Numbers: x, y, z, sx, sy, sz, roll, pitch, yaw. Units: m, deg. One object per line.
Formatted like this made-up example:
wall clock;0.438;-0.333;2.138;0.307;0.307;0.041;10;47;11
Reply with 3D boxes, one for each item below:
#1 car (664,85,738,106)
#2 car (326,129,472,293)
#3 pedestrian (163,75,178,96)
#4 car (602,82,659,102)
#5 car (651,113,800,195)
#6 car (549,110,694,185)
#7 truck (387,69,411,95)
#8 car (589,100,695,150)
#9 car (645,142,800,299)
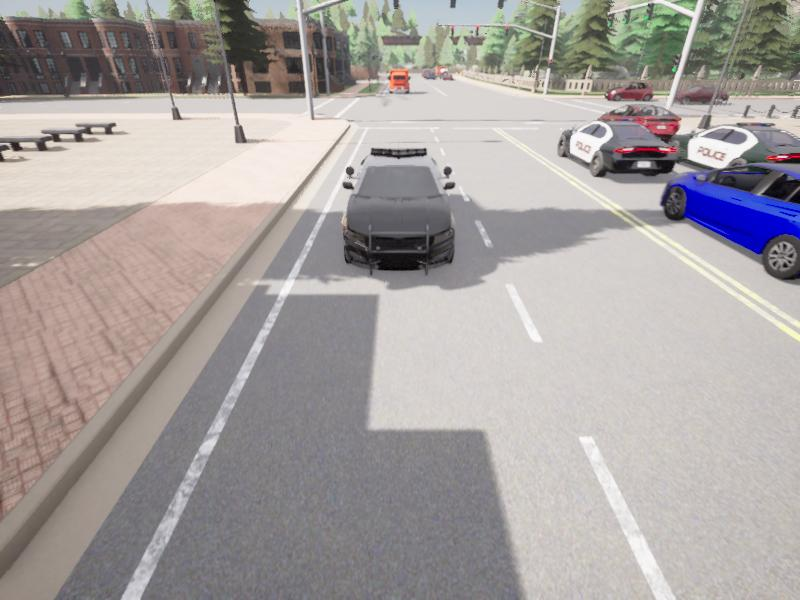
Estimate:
car;25.932;-17.729;34.649;4.674;1.442;1.812;0;31;0
car;-0.021;-2.143;7.962;1.930;1.638;5.238;0;30;0
pedestrian;-23.890;-22.360;41.688;0.751;1.860;0.751;-1;31;-2
car;21.602;-19.608;37.671;3.988;1.617;1.851;1;31;2
car;10.472;-4.748;12.508;2.038;1.542;4.974;0;30;0
car;6.970;-5.288;13.419;2.038;1.542;4.974;0;30;0
truck;-0.089;-25.954;47.557;2.627;2.467;5.204;0;31;0
car;10.525;-7.912;17.881;2.007;1.525;4.514;1;31;1
car;6.980;-1.742;7.403;2.007;1.525;4.514;0;30;0
